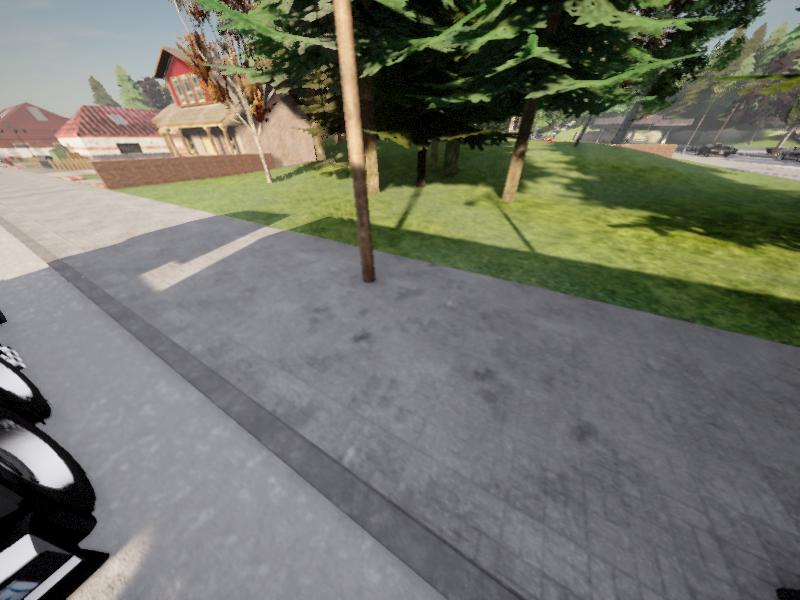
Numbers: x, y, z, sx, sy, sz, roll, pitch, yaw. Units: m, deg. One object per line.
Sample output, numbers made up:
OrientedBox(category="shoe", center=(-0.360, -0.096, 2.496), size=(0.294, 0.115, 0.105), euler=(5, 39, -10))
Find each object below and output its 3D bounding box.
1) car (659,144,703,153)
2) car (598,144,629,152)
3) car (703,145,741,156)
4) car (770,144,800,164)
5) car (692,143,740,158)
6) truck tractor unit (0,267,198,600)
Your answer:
OrientedBox(category="car", center=(55.381, -30.022, 45.746), size=(2.033, 1.411, 5.357), euler=(-3, 35, -4))
OrientedBox(category="car", center=(47.156, -33.702, 51.083), size=(4.674, 1.442, 1.812), euler=(17, 39, 24))
OrientedBox(category="car", center=(51.626, -24.072, 37.126), size=(1.895, 1.301, 4.718), euler=(18, 39, 24))
OrientedBox(category="car", center=(42.950, -15.449, 24.340), size=(1.930, 1.638, 5.238), euler=(18, 38, 24))
OrientedBox(category="car", center=(43.922, -20.972, 32.284), size=(2.152, 1.651, 5.027), euler=(18, 39, 25))
OrientedBox(category="truck tractor unit", center=(-5.120, -0.290, 0.772), size=(6.516, 4.208, 3.053), euler=(18, 39, 24))
